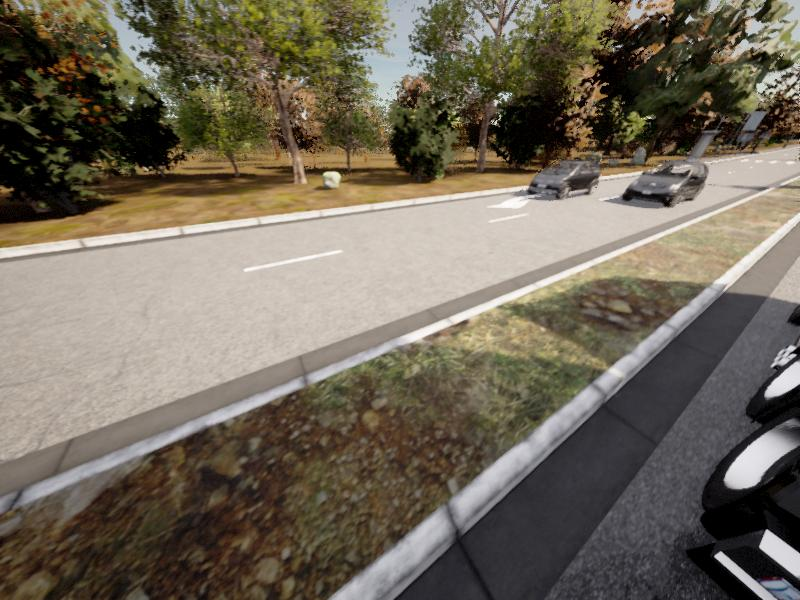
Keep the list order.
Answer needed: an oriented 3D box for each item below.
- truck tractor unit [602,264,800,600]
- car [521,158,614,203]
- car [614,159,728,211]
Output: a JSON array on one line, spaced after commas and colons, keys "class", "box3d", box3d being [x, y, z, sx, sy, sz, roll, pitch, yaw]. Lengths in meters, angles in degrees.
[{"class": "truck tractor unit", "box3d": [5.118, -0.291, 0.790, 6.516, 4.208, 3.053, -18, 39, -24]}, {"class": "car", "box3d": [8.165, -5.952, 11.321, 3.705, 1.549, 1.789, -18, 39, -24]}, {"class": "car", "box3d": [11.994, -5.241, 10.295, 3.988, 1.617, 1.851, -18, 39, -24]}]
